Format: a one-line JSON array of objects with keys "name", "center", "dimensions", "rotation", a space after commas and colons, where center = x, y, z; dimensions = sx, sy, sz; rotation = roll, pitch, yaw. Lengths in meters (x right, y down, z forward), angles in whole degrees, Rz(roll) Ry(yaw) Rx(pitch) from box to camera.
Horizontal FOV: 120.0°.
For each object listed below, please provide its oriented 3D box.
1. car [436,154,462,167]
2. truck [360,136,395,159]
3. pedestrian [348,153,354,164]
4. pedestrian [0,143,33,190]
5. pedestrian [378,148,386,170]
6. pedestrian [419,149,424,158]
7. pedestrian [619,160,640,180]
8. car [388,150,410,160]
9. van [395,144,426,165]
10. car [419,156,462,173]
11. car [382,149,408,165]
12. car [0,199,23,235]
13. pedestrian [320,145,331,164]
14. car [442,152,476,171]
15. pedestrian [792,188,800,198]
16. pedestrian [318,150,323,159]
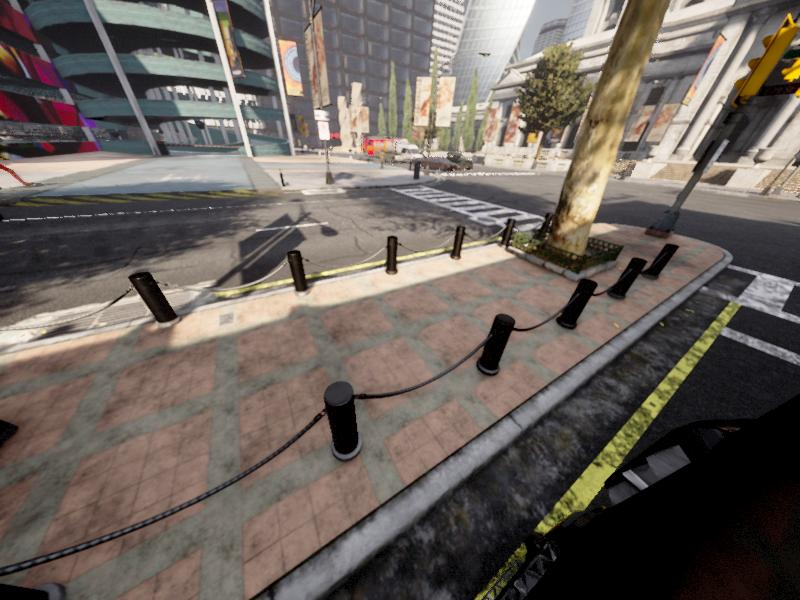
[{"name": "car", "center": [7.434, -21.476, 35.562], "dimensions": [1.789, 1.549, 3.705], "rotation": [-16, 38, -26]}, {"name": "truck", "center": [-5.025, -33.306, 50.409], "dimensions": [2.891, 3.827, 8.468], "rotation": [-24, 42, -34]}, {"name": "pedestrian", "center": [-5.990, -17.184, 28.137], "dimensions": [0.500, 1.100, 0.500], "rotation": [-12, 36, -22]}, {"name": "pedestrian", "center": [-15.274, -5.235, 8.692], "dimensions": [0.751, 1.860, 0.751], "rotation": [28, 41, 32]}, {"name": "pedestrian", "center": [-1.820, -14.437, 23.620], "dimensions": [0.751, 1.860, 0.751], "rotation": [-4, 34, -11]}, {"name": "pedestrian", "center": [5.189, -35.921, 56.601], "dimensions": [0.751, 1.860, 0.751], "rotation": [-18, 39, -29]}, {"name": "pedestrian", "center": [26.052, -14.767, 26.258], "dimensions": [0.751, 1.860, 0.751], "rotation": [-16, 38, -27]}, {"name": "car", "center": [-0.337, -32.058, 50.980], "dimensions": [2.128, 1.511, 4.902], "rotation": [-21, 41, -32]}, {"name": "van", "center": [1.566, -23.797, 37.720], "dimensions": [1.988, 2.561, 5.915], "rotation": [-16, 38, -26]}, {"name": "car", "center": [4.755, -16.386, 27.812], "dimensions": [2.033, 1.411, 5.357], "rotation": [-16, 38, -26]}, {"name": "car", "center": [-0.920, -22.112, 35.582], "dimensions": [1.932, 1.855, 4.605], "rotation": [-16, 38, -26]}, {"name": "car", "center": [-11.245, -1.654, 4.260], "dimensions": [3.806, 1.475, 1.970], "rotation": [-16, 38, -26]}, {"name": "pedestrian", "center": [-8.574, -16.859, 26.759], "dimensions": [0.751, 1.860, 0.751], "rotation": [-24, 42, -34]}, {"name": "car", "center": [7.493, -17.761, 29.647], "dimensions": [1.905, 1.878, 3.866], "rotation": [-16, 38, -26]}, {"name": "pedestrian", "center": [31.467, -8.766, 17.611], "dimensions": [0.751, 1.860, 0.751], "rotation": [-23, 41, -33]}, {"name": "pedestrian", "center": [-12.298, -22.470, 35.636], "dimensions": [0.500, 1.100, 0.500], "rotation": [-13, 37, -22]}]
